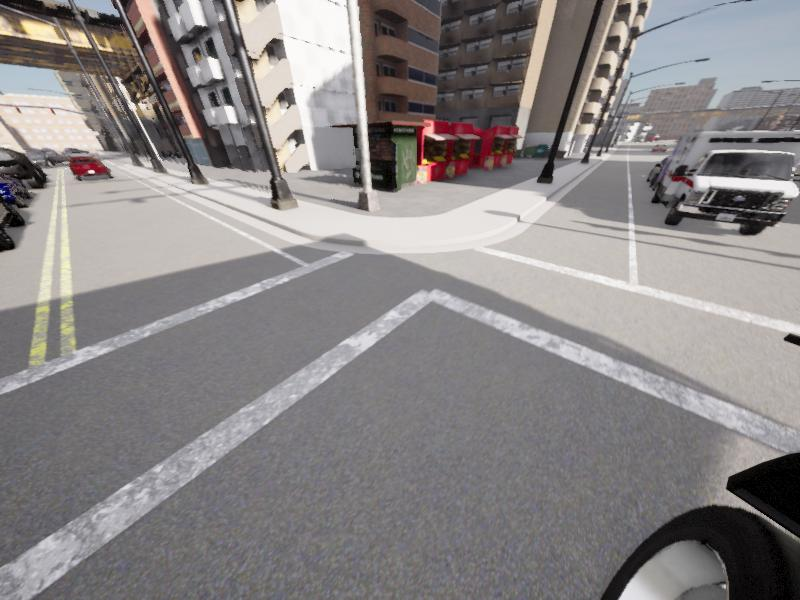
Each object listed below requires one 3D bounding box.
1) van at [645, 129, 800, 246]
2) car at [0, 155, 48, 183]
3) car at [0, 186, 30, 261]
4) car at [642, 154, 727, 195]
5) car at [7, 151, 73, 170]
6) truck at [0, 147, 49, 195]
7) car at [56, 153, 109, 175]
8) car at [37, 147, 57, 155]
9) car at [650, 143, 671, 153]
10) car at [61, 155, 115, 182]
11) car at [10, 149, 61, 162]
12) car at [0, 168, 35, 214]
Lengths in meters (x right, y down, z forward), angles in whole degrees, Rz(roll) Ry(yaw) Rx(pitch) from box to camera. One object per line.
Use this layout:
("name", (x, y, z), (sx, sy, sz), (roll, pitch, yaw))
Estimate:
("van", (10.783, -4.204, 7.853), (2.351, 2.431, 6.366), (25, 42, 31))
("car", (-29.571, -10.173, 17.800), (4.792, 1.488, 2.163), (25, 42, 32))
("car", (-12.154, -2.354, 5.763), (5.566, 2.045, 2.150), (25, 42, 32))
("car", (15.707, -7.277, 13.133), (2.128, 1.511, 4.902), (24, 41, 31))
("car", (-40.249, -15.809, 26.061), (2.128, 1.511, 4.902), (-19, 39, -24))
("truck", (-24.021, -7.874, 13.859), (6.274, 2.098, 2.390), (25, 42, 32))
("car", (-29.449, -12.701, 21.427), (4.792, 1.488, 2.163), (23, 42, 30))
("car", (-83.808, -35.406, 54.919), (4.974, 1.542, 2.038), (25, 42, 32))
("car", (58.114, -33.941, 51.613), (2.242, 1.667, 4.611), (24, 43, 31))
("car", (-23.928, -10.142, 17.686), (4.674, 1.442, 1.812), (25, 42, 32))
("car", (-57.154, -22.835, 36.385), (2.038, 1.542, 4.974), (-16, 38, -21))
("car", (-17.812, -4.660, 9.834), (4.718, 1.301, 1.895), (25, 42, 32))
